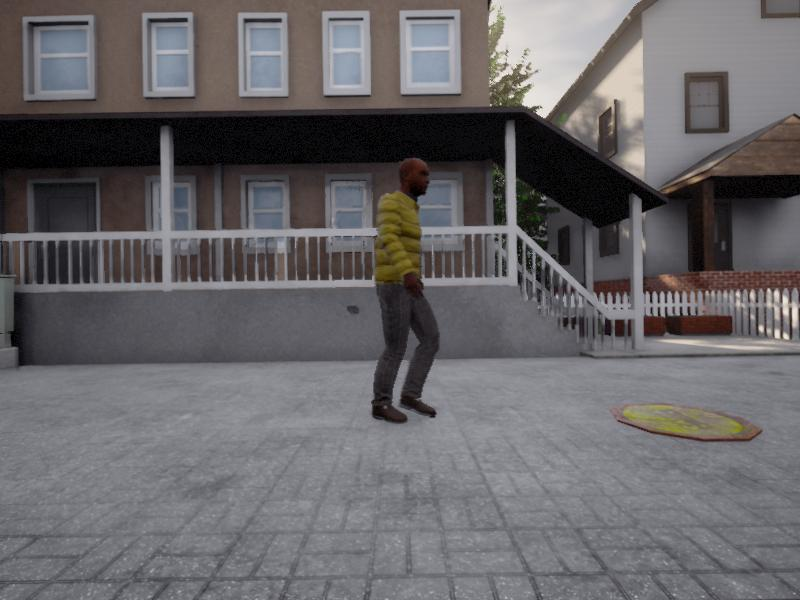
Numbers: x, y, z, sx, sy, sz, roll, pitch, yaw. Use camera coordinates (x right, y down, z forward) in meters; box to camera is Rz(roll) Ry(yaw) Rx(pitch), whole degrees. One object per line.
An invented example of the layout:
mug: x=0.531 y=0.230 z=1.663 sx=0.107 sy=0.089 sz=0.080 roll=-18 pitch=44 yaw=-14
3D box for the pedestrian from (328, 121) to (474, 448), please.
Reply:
pedestrian: x=0.043 y=-0.086 z=2.766 sx=0.751 sy=1.860 sz=0.751 roll=-1 pitch=0 yaw=23
